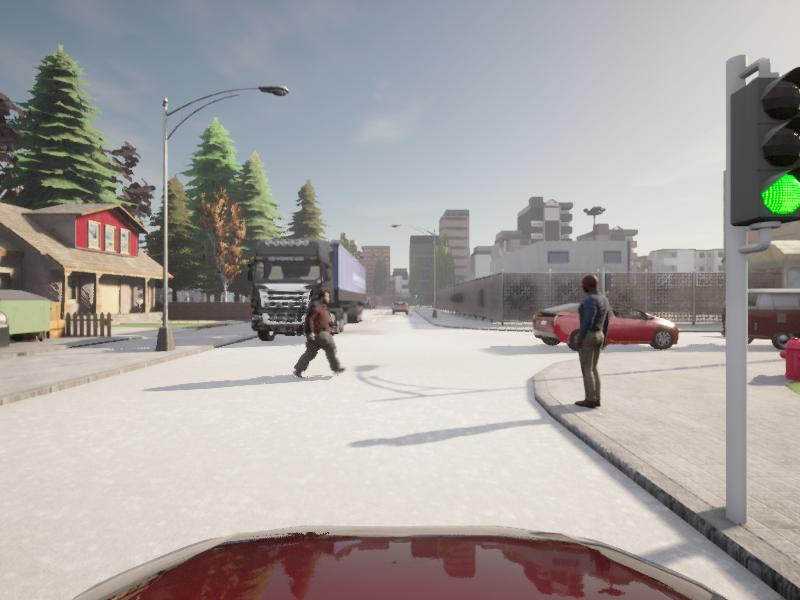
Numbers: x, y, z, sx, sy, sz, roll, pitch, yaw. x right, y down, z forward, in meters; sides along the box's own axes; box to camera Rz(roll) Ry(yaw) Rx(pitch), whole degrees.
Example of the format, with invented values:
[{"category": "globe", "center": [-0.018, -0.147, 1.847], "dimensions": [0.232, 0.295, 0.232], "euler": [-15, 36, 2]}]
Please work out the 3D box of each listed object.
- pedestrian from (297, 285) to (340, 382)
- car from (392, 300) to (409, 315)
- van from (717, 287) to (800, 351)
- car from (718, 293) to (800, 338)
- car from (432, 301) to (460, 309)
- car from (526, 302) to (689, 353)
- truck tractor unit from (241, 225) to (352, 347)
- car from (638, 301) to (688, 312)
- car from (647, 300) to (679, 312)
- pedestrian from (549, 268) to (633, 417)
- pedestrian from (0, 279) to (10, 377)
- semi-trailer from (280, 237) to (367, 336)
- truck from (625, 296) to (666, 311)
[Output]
[{"category": "pedestrian", "center": [-1.618, 0.637, 8.050], "dimensions": [0.751, 1.860, 0.751], "euler": [0, 0, -2]}, {"category": "car", "center": [0.024, 0.788, 44.217], "dimensions": [1.851, 1.617, 3.988], "euler": [0, 0, 0]}, {"category": "van", "center": [13.581, 0.598, 13.442], "dimensions": [4.442, 1.987, 1.775], "euler": [0, 0, -1]}, {"category": "car", "center": [16.927, 0.656, 17.390], "dimensions": [4.605, 1.855, 1.932], "euler": [1, 0, 1]}, {"category": "car", "center": [8.123, 0.869, 71.040], "dimensions": [4.674, 1.442, 1.812], "euler": [0, 0, 0]}, {"category": "car", "center": [6.748, 0.828, 13.266], "dimensions": [4.514, 1.525, 2.007], "euler": [0, 0, -9]}, {"category": "truck tractor unit", "center": [-3.999, -0.498, 17.138], "dimensions": [3.053, 4.208, 6.516], "euler": [0, 0, 0]}, {"category": "car", "center": [34.876, 0.817, 53.191], "dimensions": [5.357, 1.415, 2.033], "euler": [0, 0, 0]}, {"category": "car", "center": [34.716, 0.746, 52.963], "dimensions": [1.789, 1.547, 3.705], "euler": [0, 0, 0]}, {"category": "pedestrian", "center": [2.626, 0.534, 5.528], "dimensions": [0.751, 1.860, 0.751], "euler": [0, 0, -29]}, {"category": "pedestrian", "center": [-7.914, 0.533, 7.385], "dimensions": [0.751, 1.860, 0.751], "euler": [0, 0, -14]}, {"category": "semi-trailer", "center": [-4.000, -0.620, 25.058], "dimensions": [2.717, 4.402, 14.254], "euler": [0, 0, 0]}, {"category": "truck", "center": [35.040, 0.506, 57.151], "dimensions": [4.478, 2.038, 2.069], "euler": [0, 0, 0]}]
